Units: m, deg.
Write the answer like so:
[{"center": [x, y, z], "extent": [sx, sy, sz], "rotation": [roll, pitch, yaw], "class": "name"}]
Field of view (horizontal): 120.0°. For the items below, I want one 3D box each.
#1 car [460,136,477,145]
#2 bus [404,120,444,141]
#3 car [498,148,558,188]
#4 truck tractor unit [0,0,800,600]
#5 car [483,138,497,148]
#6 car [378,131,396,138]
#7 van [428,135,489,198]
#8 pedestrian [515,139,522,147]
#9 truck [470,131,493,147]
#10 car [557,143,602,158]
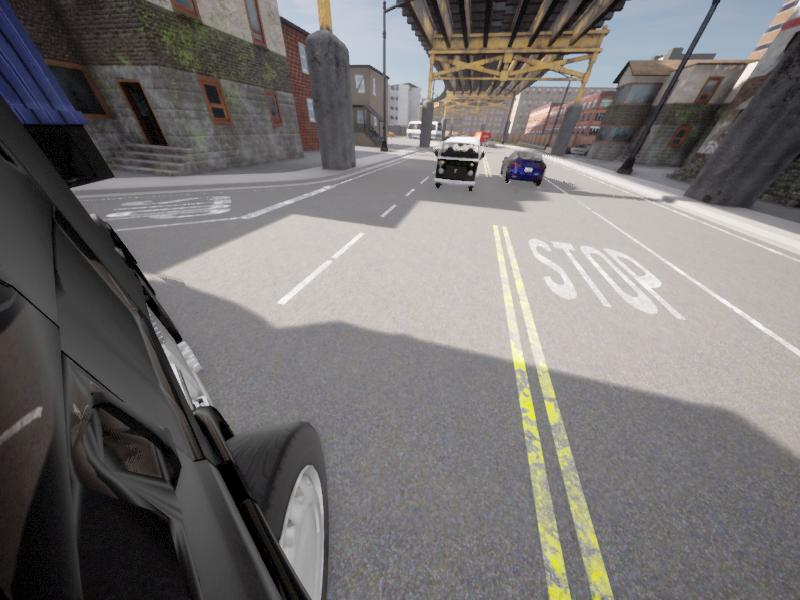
[{"center": [16.761, -39.282, 56.791], "extent": [1.970, 1.475, 3.806], "rotation": [-10, 38, -17], "class": "car"}, {"center": [6.763, -48.944, 66.736], "extent": [10.273, 4.253, 3.944], "rotation": [23, 41, 25], "class": "bus"}, {"center": [7.364, -8.094, 13.905], "extent": [2.163, 1.488, 4.792], "rotation": [11, 37, 11], "class": "car"}, {"center": [-2.645, -0.295, 0.352], "extent": [6.516, 4.208, 3.053], "rotation": [28, 44, 30], "class": "truck tractor unit"}, {"center": [17.703, -30.910, 45.425], "extent": [1.845, 1.501, 3.633], "rotation": [8, 37, 7], "class": "car"}, {"center": [-3.991, -50.818, 70.807], "extent": [5.008, 1.535, 1.882], "rotation": [10, 37, 10], "class": "car"}, {"center": [2.860, -6.584, 11.076], "extent": [2.069, 2.038, 4.480], "rotation": [11, 37, 11], "class": "van"}, {"center": [26.016, -34.501, 50.764], "extent": [0.751, 1.300, 0.751], "rotation": [-9, 38, -15], "class": "pedestrian"}, {"center": [17.847, -35.468, 50.805], "extent": [2.627, 2.467, 5.204], "rotation": [-1, 37, -5], "class": "truck"}, {"center": [27.335, -23.016, 35.379], "extent": [2.038, 1.542, 4.974], "rotation": [-29, 47, -35], "class": "car"}]
